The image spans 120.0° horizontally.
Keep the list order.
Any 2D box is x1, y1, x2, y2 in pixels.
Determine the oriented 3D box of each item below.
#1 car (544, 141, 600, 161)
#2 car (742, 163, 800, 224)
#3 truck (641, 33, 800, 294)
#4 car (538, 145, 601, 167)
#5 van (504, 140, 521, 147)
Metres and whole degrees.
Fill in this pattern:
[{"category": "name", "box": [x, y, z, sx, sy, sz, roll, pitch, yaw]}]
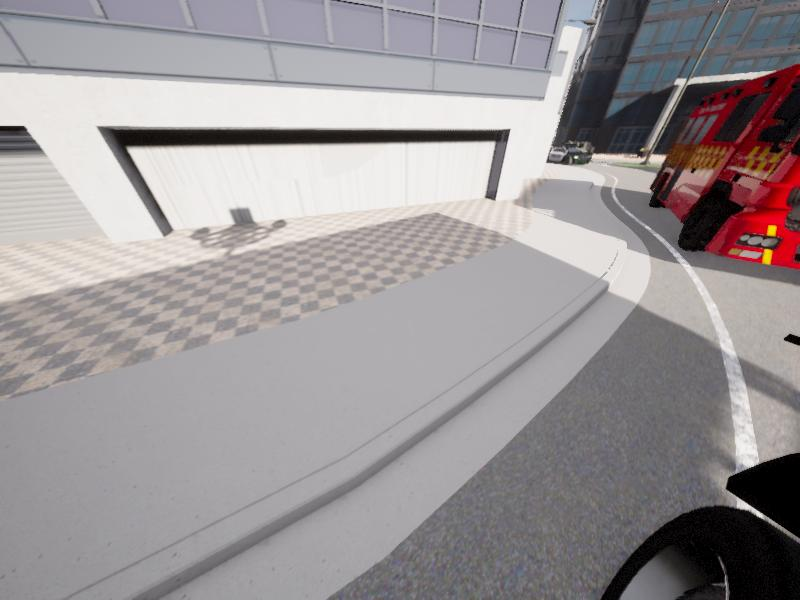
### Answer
[{"category": "car", "box": [20.029, -17.628, 27.237, 1.932, 1.855, 4.605, -20, 39, -24]}, {"category": "car", "box": [14.334, -3.528, 7.612, 1.994, 1.385, 4.181, 20, 40, 27]}, {"category": "truck", "box": [9.495, -3.644, 5.693, 2.891, 3.827, 8.468, 22, 41, 28]}, {"category": "car", "box": [16.699, -14.567, 23.211, 2.038, 1.542, 4.974, -7, 36, -9]}, {"category": "van", "box": [36.557, -50.758, 75.014, 4.442, 1.987, 1.775, -13, 37, -18]}]
